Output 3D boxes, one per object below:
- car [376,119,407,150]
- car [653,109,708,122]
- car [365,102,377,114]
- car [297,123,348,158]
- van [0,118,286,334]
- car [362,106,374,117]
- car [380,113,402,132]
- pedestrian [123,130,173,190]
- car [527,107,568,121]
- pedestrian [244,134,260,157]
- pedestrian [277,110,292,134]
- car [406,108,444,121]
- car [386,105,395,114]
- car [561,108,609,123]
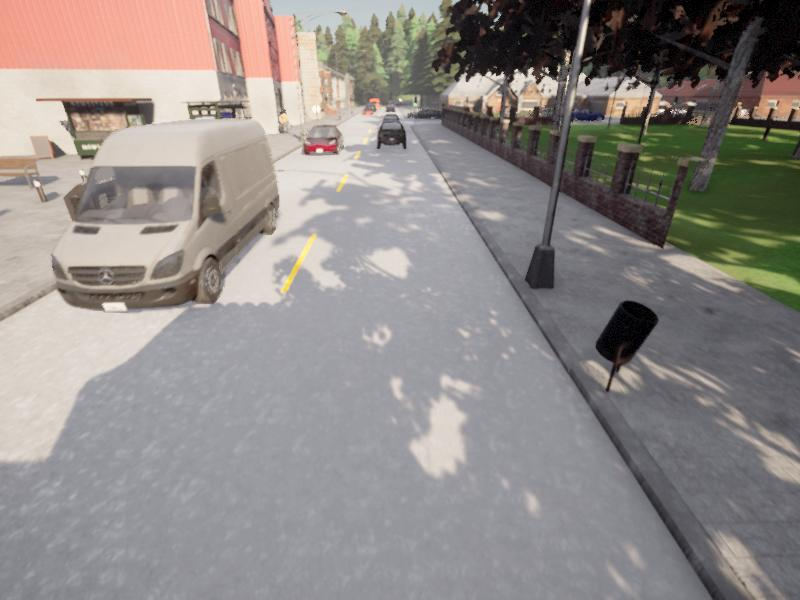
[{"bbox_3d":[-0.554,-11.245,26.976,1.882,1.535,5.008,-1,27,-1],"label":"car"},{"bbox_3d":[35.731,-23.492,51.032,5.357,1.411,2.033,-1,27,-1],"label":"car"},{"bbox_3d":[-5.911,-39.264,81.723,2.150,2.045,5.566,-1,27,-1],"label":"car"},{"bbox_3d":[-4.469,-9.601,23.830,2.163,1.488,4.792,-1,27,-1],"label":"car"},{"bbox_3d":[-4.063,-2.007,7.815,1.988,2.561,5.915,-1,27,-1],"label":"van"},{"bbox_3d":[-5.658,-33.621,71.326,2.007,1.525,4.514,-1,27,-1],"label":"car"},{"bbox_3d":[-0.871,-17.650,39.665,2.033,1.411,5.357,-1,27,-1],"label":"car"},{"bbox_3d":[-8.664,-4.842,13.831,0.751,1.860,0.751,0,27,0],"label":"pedestrian"},{"bbox_3d":[19.889,-25.236,54.169,4.611,1.667,2.242,0,27,0],"label":"car"},{"bbox_3d":[-7.894,-8.267,21.363,0.500,1.100,0.500,1,27,2],"label":"pedestrian"},{"bbox_3d":[-9.727,-15.021,33.742,0.751,1.860,0.751,3,27,7],"label":"pedestrian"},{"bbox_3d":[3.434,-25.230,54.375,4.892,1.490,1.837,5,29,9],"label":"car"},{"bbox_3d":[-1.891,-38.598,81.001,1.837,1.490,4.892,-1,27,-1],"label":"car"},{"bbox_3d":[23.371,-23.414,50.741,5.008,1.535,1.882,-1,27,-1],"label":"car"}]
